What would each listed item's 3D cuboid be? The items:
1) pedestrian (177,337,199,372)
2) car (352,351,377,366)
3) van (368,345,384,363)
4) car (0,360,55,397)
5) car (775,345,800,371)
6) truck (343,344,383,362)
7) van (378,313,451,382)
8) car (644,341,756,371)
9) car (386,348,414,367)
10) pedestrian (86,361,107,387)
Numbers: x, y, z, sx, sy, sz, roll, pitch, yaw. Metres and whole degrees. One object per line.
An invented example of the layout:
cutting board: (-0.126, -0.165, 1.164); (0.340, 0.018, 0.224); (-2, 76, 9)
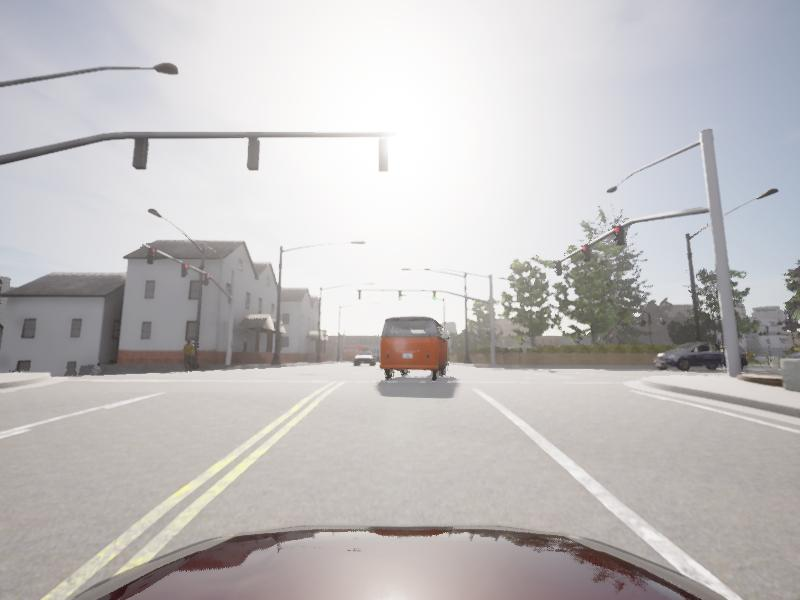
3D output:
pedestrian: (-11.715, 3.007, 22.129); (0.751, 1.860, 0.751); (1, -8, -8)
car: (-3.490, 5.860, 40.144); (2.033, 1.411, 5.357); (0, -8, 0)
van: (-3.486, 8.150, 59.784); (1.988, 2.561, 5.915); (0, -9, 0)
car: (-20.780, 4.156, 20.168); (4.974, 1.542, 2.038); (-8, -8, 0)
car: (24.781, 3.343, 23.179); (4.193, 1.474, 1.816); (0, -8, 1)
truck: (-8.135, 11.693, 88.290); (8.468, 3.827, 2.891); (0, -8, 0)
van: (0.675, 1.689, 13.912); (1.775, 1.987, 4.442); (-1, -8, 12)
car: (17.300, 3.260, 23.300); (4.611, 1.667, 2.242); (0, -8, 1)
car: (0.007, 4.866, 33.746); (2.128, 1.511, 4.902); (0, -8, 0)
pedestrian: (-22.846, 5.558, 30.121); (0.751, 1.860, 0.751); (0, -8, 0)
